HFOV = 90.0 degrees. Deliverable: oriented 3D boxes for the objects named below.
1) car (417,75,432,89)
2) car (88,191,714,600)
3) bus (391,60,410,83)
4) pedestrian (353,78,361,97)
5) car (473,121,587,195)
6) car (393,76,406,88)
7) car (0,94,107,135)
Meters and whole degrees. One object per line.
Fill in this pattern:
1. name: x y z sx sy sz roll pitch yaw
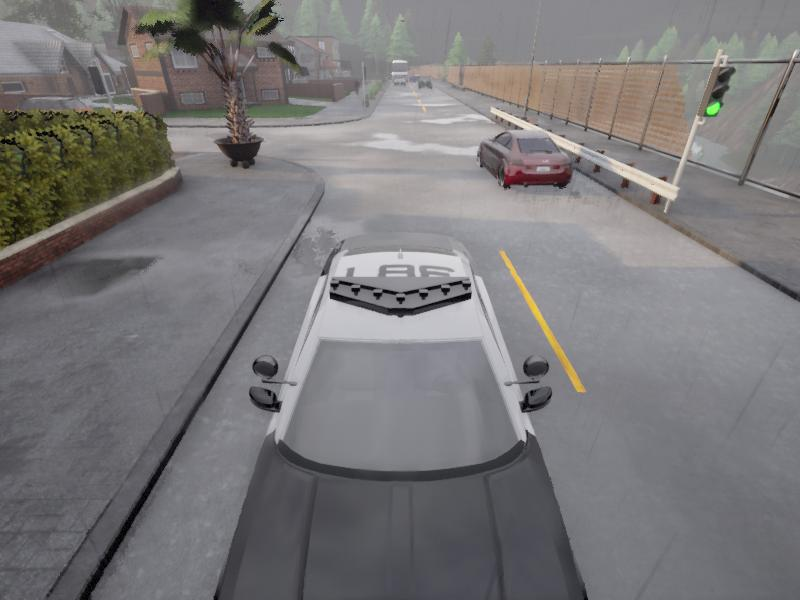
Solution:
1. car: 3.981 -35.417 64.939 2.097 1.767 4.553 0 30 0
2. car: 0.004 0.626 3.352 1.930 1.638 5.238 0 31 0
3. bus: 0.098 -49.819 87.169 3.944 4.253 10.273 0 30 0
4. pedestrian: -4.653 -23.206 43.690 0.751 1.860 0.751 -2 30 -3
5. car: 3.784 -4.585 12.530 1.994 1.385 4.181 -1 30 -2
6. car: -0.017 -37.473 68.632 2.152 1.651 5.027 0 30 0
7. car: -18.439 -9.638 20.749 4.553 1.767 2.097 0 30 0
